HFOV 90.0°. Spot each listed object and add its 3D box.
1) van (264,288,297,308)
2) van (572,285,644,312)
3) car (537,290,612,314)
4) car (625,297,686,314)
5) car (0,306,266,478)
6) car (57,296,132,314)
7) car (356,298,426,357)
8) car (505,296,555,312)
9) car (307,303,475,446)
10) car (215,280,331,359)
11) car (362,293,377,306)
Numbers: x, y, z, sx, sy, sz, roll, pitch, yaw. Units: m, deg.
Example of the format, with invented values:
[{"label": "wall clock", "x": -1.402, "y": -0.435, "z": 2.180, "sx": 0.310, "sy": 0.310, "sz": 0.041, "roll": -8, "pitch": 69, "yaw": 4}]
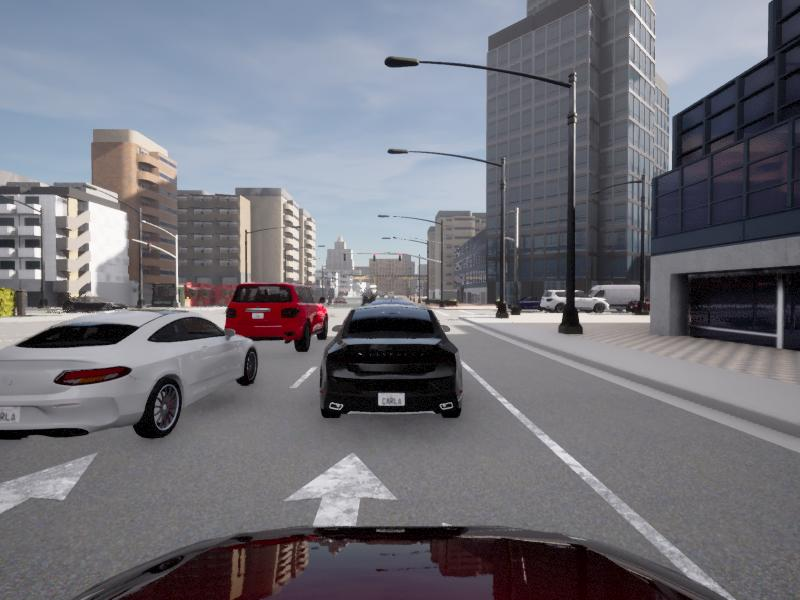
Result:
[{"label": "van", "x": -15.145, "y": -0.233, "z": 51.184, "sx": 2.351, "sy": 2.431, "sz": 6.366, "roll": 0, "pitch": 0, "yaw": -1}, {"label": "van", "x": 19.906, "y": -0.155, "z": 38.479, "sx": 5.915, "sy": 2.561, "sz": 1.988, "roll": 0, "pitch": 1, "yaw": -1}, {"label": "car", "x": 15.170, "y": 0.153, "z": 34.941, "sx": 5.566, "sy": 2.045, "sz": 2.150, "roll": 0, "pitch": 1, "yaw": -1}, {"label": "car", "x": 22.343, "y": 0.440, "z": 35.044, "sx": 4.193, "sy": 1.474, "sz": 1.816, "roll": 0, "pitch": 1, "yaw": -1}, {"label": "car", "x": -3.631, "y": 0.861, "z": 5.908, "sx": 1.812, "sy": 1.442, "sz": 4.674, "roll": 0, "pitch": 0, "yaw": -1}, {"label": "car", "x": -26.116, "y": 0.429, "z": 34.325, "sx": 4.792, "sy": 1.488, "sz": 2.163, "roll": 0, "pitch": 1, "yaw": -1}, {"label": "car", "x": -0.289, "y": 0.737, "z": 13.310, "sx": 1.882, "sy": 1.535, "sz": 5.008, "roll": 0, "pitch": 1, "yaw": -1}, {"label": "car", "x": 12.427, "y": 0.376, "z": 38.379, "sx": 4.193, "sy": 1.474, "sz": 1.816, "roll": 0, "pitch": 1, "yaw": -1}, {"label": "car", "x": -0.149, "y": 0.835, "z": 6.827, "sx": 1.837, "sy": 1.490, "sz": 4.892, "roll": 0, "pitch": 0, "yaw": -1}, {"label": "car", "x": -3.796, "y": 0.479, "z": 13.206, "sx": 2.150, "sy": 2.045, "sz": 5.566, "roll": 0, "pitch": 1, "yaw": -1}, {"label": "car", "x": -4.976, "y": -0.114, "z": 65.437, "sx": 2.150, "sy": 2.045, "sz": 5.566, "roll": 0, "pitch": 0, "yaw": -2}]
